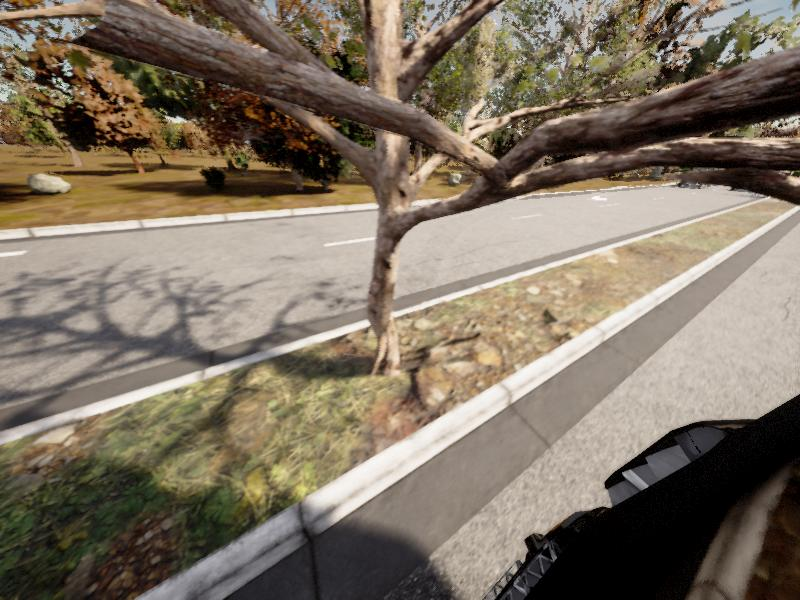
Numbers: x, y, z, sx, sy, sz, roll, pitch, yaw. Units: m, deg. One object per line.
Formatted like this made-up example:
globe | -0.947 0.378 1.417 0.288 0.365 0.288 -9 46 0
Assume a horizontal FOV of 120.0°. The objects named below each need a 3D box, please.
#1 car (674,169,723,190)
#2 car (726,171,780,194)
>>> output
car | 29.389 -11.914 22.760 3.705 1.549 1.789 -16 38 -26
car | 33.508 -11.217 21.926 3.988 1.617 1.851 -16 38 -26
